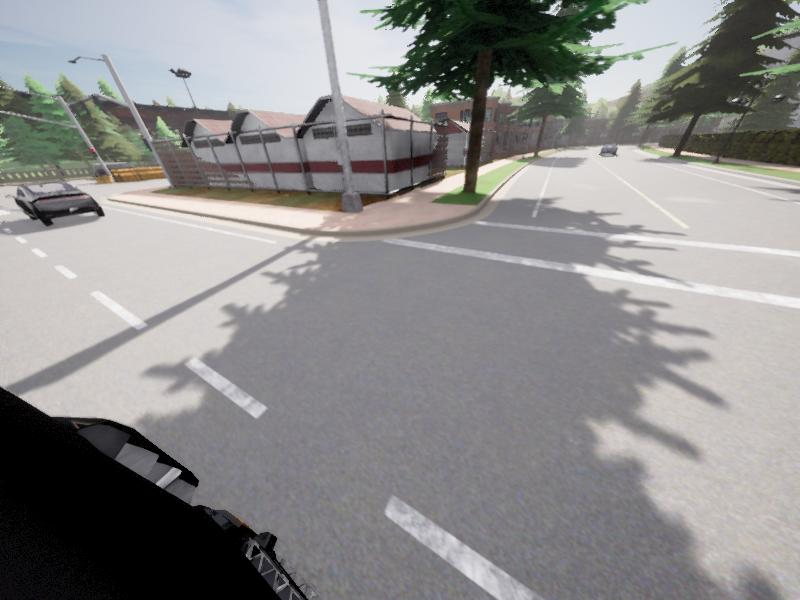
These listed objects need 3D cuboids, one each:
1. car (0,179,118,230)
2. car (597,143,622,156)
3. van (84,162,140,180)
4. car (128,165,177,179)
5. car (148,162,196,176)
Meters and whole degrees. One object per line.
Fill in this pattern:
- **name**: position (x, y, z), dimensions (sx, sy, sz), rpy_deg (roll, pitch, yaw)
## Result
- **car**: position (-15.760, -4.510, 10.555), dimensions (4.902, 1.511, 2.128), rpy_deg (15, 37, 25)
- **car**: position (29.601, -21.378, 32.786), dimensions (2.033, 1.411, 5.357), rpy_deg (19, 39, 29)
- **van**: position (-42.296, -19.109, 34.120), dimensions (1.775, 1.987, 4.442), rpy_deg (14, 37, 24)
- **car**: position (-35.164, -18.287, 32.919), dimensions (1.994, 1.385, 4.181), rpy_deg (14, 37, 24)
- **car**: position (-36.507, -21.080, 37.110), dimensions (2.128, 1.511, 4.902), rpy_deg (14, 37, 24)
